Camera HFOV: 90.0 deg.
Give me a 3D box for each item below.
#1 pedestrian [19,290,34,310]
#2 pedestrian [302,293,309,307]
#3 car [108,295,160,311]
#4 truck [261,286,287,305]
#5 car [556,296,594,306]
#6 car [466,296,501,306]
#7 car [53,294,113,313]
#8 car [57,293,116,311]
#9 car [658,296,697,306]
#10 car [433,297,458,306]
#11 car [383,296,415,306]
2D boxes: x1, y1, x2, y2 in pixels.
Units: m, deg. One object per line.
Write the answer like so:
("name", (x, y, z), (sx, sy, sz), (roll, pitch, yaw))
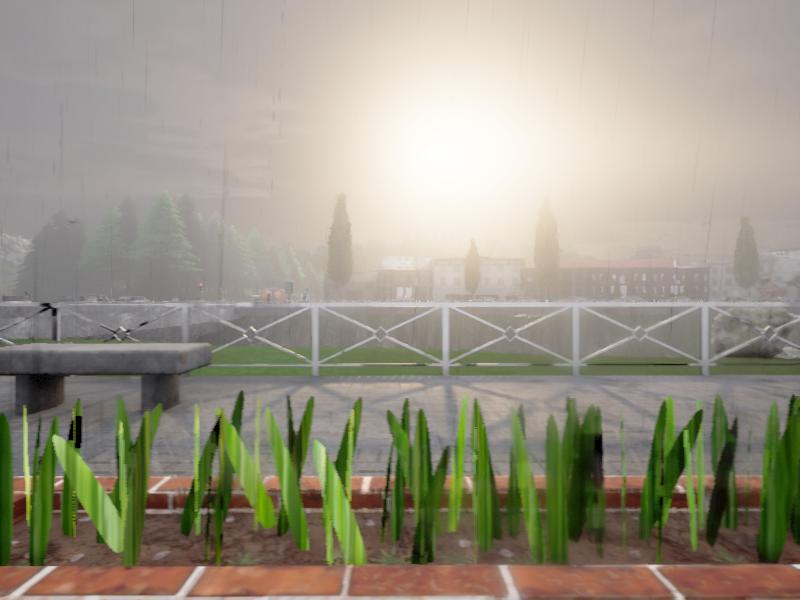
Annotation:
("pedestrian", (-36.000, -0.021, 38.565), (0.751, 1.860, 0.751), (0, 0, 13))
("pedestrian", (-12.813, -0.047, 54.083), (0.751, 1.860, 0.751), (0, 0, -4))
("car", (-27.113, 0.261, 40.974), (2.038, 1.542, 4.974), (0, 0, 0))
("truck", (-27.171, -0.890, 86.440), (2.891, 3.827, 8.468), (0, 0, 0))
("car", (28.099, 0.135, 64.403), (5.238, 1.638, 1.930), (0, 0, 0))
("car", (13.437, 0.154, 64.377), (5.238, 1.638, 1.930), (0, 0, 0))
("car", (-27.106, 0.289, 34.374), (1.816, 1.474, 4.193), (0, 0, 0))
("car", (-31.068, 0.218, 39.819), (2.033, 1.649, 4.856), (0, 0, 0))
("car", (44.676, 0.139, 64.435), (4.974, 1.542, 2.038), (0, 0, 0))
("car", (7.305, 0.244, 64.363), (3.806, 1.475, 1.970), (0, 0, 0))
("car", (-0.124, 0.181, 64.348), (5.027, 1.651, 2.152), (0, 0, 0))
